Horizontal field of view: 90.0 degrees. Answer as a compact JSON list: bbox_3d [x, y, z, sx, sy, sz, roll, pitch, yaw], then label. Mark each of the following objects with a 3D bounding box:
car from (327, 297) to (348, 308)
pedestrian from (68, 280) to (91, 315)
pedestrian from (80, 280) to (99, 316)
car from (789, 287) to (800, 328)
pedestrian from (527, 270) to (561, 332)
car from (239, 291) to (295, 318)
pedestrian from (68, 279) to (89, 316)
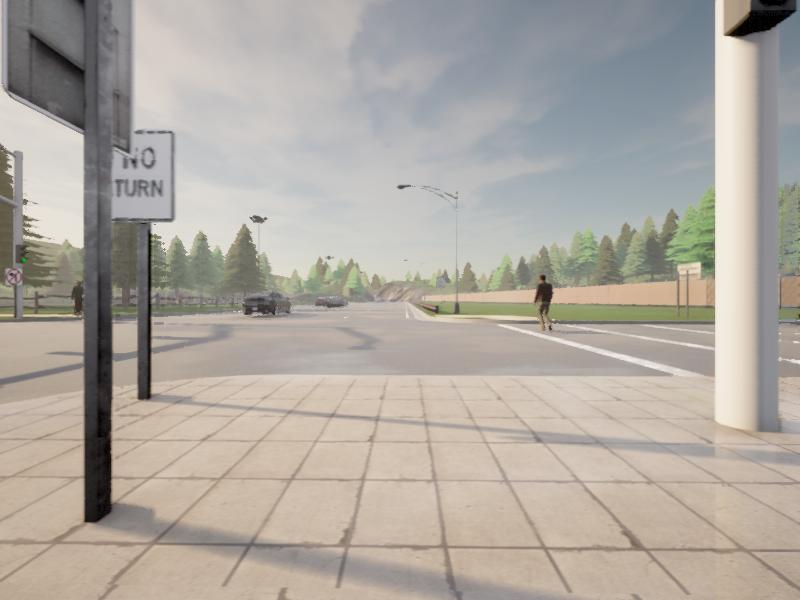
[{"bbox_3d":[-7.897,0.302,50.664,1.994,1.385,4.181,0,0,1],"label":"car"},{"bbox_3d":[-17.102,-0.124,21.349,0.751,1.860,0.751,0,0,28],"label":"pedestrian"},{"bbox_3d":[-16.482,-0.124,21.242,0.751,1.860,0.751,0,0,-42],"label":"pedestrian"},{"bbox_3d":[16.212,0.276,13.337,4.674,1.442,1.812,0,0,1],"label":"car"},{"bbox_3d":[4.463,0.039,12.444,0.751,1.860,0.751,0,0,-5],"label":"pedestrian"},{"bbox_3d":[-8.252,0.241,25.254,1.837,1.490,4.892,0,0,1],"label":"car"},{"bbox_3d":[-16.613,-0.124,20.670,0.751,1.860,0.751,0,0,-43],"label":"pedestrian"}]
